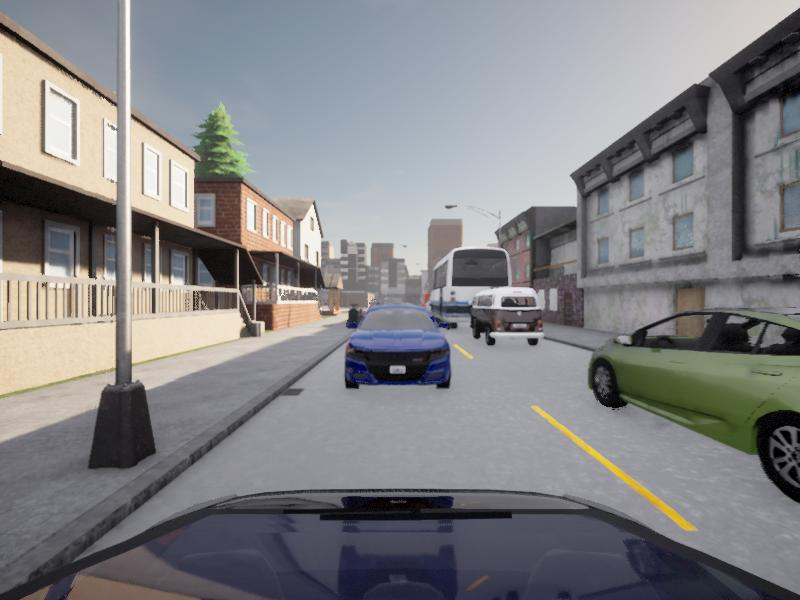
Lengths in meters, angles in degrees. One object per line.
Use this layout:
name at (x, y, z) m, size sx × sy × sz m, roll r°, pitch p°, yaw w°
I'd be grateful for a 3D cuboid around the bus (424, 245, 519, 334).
bus at (3.761, -0.499, 24.436) m, size 3.944 × 4.253 × 10.273 m, roll 0°, pitch 0°, yaw 0°

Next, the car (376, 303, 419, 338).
car at (-0.095, 0.874, 19.491) m, size 1.837 × 1.490 × 4.892 m, roll 0°, pitch 0°, yaw 0°

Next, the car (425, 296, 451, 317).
car at (3.824, 0.626, 41.644) m, size 2.150 × 2.045 × 5.566 m, roll 0°, pitch 0°, yaw 0°

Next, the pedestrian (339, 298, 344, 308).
pedestrian at (-10.908, 0.637, 74.529) m, size 0.751 × 1.860 × 0.751 m, roll 0°, pitch 0°, yaw 37°

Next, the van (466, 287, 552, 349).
van at (3.925, 0.594, 15.321) m, size 2.069 × 2.038 × 4.480 m, roll 0°, pitch 0°, yaw 0°

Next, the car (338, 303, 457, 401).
car at (-0.047, 0.836, 8.850) m, size 1.882 × 1.535 × 5.008 m, roll 0°, pitch 0°, yaw 0°

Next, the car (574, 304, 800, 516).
car at (3.958, 0.836, 4.525) m, size 2.007 × 1.525 × 4.514 m, roll 0°, pitch 0°, yaw 0°
